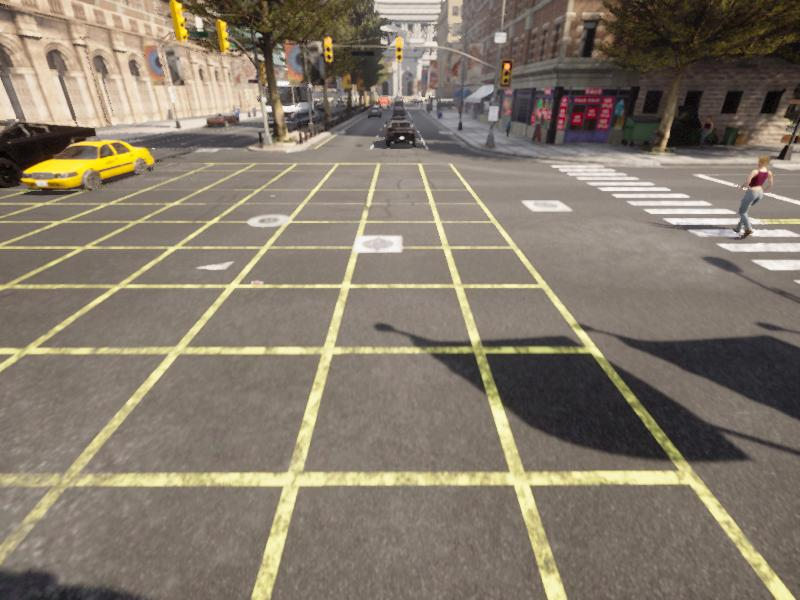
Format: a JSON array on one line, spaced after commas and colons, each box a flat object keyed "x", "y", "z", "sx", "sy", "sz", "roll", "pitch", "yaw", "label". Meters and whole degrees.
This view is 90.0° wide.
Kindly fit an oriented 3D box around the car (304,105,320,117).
[{"x": -13.164, "y": -28.178, "z": 59.711, "sx": 1.845, "sy": 1.501, "sz": 3.633, "roll": -7, "pitch": 28, "yaw": -14, "label": "car"}]

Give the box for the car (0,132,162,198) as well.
[{"x": -11.529, "y": -5.264, "z": 15.096, "sx": 1.801, "sy": 1.575, "sz": 5.366, "roll": 0, "pitch": 27, "yaw": 0, "label": "car"}]

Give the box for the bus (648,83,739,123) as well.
[{"x": 38.051, "y": -26.041, "z": 52.726, "sx": 3.944, "sy": 4.253, "sz": 10.273, "roll": 0, "pitch": 27, "yaw": 0, "label": "bus"}]

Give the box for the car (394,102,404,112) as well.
[{"x": -0.204, "y": -38.000, "z": 78.733, "sx": 1.930, "sy": 1.638, "sz": 5.238, "roll": 0, "pitch": 27, "yaw": 0, "label": "car"}]

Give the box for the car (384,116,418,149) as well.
[{"x": -0.021, "y": -11.396, "z": 26.989, "sx": 1.930, "sy": 1.638, "sz": 5.238, "roll": -2, "pitch": 27, "yaw": -3, "label": "car"}]

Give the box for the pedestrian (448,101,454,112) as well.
[{"x": 9.164, "y": -34.739, "z": 71.792, "sx": 0.751, "sy": 1.860, "sz": 0.751, "roll": -4, "pitch": 28, "yaw": -8, "label": "pedestrian"}]

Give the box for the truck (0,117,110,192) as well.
[{"x": -15.033, "y": -5.938, "z": 15.835, "sx": 2.390, "sy": 2.098, "sz": 6.274, "roll": 0, "pitch": 27, "yaw": 0, "label": "truck"}]

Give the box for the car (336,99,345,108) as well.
[{"x": -14.670, "y": -48.238, "z": 98.346, "sx": 1.932, "sy": 1.855, "sz": 4.605, "roll": -5, "pitch": 27, "yaw": -9, "label": "car"}]

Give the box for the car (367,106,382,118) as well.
[{"x": -3.648, "y": -27.562, "z": 58.600, "sx": 1.970, "sy": 1.475, "sz": 3.806, "roll": 0, "pitch": 27, "yaw": 0, "label": "car"}]

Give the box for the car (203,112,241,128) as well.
[{"x": -18.352, "y": -18.708, "z": 41.525, "sx": 1.895, "sy": 1.301, "sz": 4.718, "roll": 0, "pitch": 27, "yaw": 0, "label": "car"}]

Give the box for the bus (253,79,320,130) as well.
[{"x": -11.483, "y": -20.598, "z": 41.998, "sx": 3.944, "sy": 4.253, "sz": 10.273, "roll": 0, "pitch": 27, "yaw": 0, "label": "bus"}]

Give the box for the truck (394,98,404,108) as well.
[{"x": -0.261, "y": -49.321, "z": 100.247, "sx": 2.390, "sy": 2.098, "sz": 6.274, "roll": 0, "pitch": 27, "yaw": 0, "label": "truck"}]

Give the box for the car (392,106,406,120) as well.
[{"x": -0.142, "y": -26.145, "z": 55.839, "sx": 1.837, "sy": 1.490, "sz": 4.892, "roll": 0, "pitch": 28, "yaw": 0, "label": "car"}]

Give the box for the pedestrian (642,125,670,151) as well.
[{"x": 14.507, "y": -9.196, "z": 22.740, "sx": 0.751, "sy": 1.300, "sz": 0.751, "roll": -3, "pitch": 27, "yaw": -7, "label": "pedestrian"}]

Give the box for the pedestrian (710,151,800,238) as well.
[{"x": 8.196, "y": -2.449, "z": 9.319, "sx": 0.751, "sy": 1.860, "sz": 0.751, "roll": 0, "pitch": 27, "yaw": 0, "label": "pedestrian"}]

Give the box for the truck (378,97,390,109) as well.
[{"x": -3.752, "y": -47.353, "z": 96.008, "sx": 2.627, "sy": 2.467, "sz": 5.204, "roll": 0, "pitch": 27, "yaw": 0, "label": "truck"}]

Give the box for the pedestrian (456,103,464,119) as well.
[{"x": 7.913, "y": -24.976, "z": 52.798, "sx": 0.751, "sy": 1.860, "sz": 0.751, "roll": -6, "pitch": 28, "yaw": -11, "label": "pedestrian"}]

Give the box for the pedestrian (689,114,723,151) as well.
[{"x": 17.394, "y": -9.540, "z": 22.804, "sx": 0.751, "sy": 1.860, "sz": 0.751, "roll": -3, "pitch": 27, "yaw": -5, "label": "pedestrian"}]

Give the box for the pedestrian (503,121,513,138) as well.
[{"x": 7.989, "y": -12.600, "z": 29.560, "sx": 0.500, "sy": 1.100, "sz": 0.500, "roll": 3, "pitch": 27, "yaw": 6, "label": "pedestrian"}]

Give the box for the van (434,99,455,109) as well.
[{"x": 10.173, "y": -44.622, "z": 91.205, "sx": 4.480, "sy": 2.038, "sz": 2.069, "roll": 2, "pitch": 27, "yaw": 3, "label": "van"}]
